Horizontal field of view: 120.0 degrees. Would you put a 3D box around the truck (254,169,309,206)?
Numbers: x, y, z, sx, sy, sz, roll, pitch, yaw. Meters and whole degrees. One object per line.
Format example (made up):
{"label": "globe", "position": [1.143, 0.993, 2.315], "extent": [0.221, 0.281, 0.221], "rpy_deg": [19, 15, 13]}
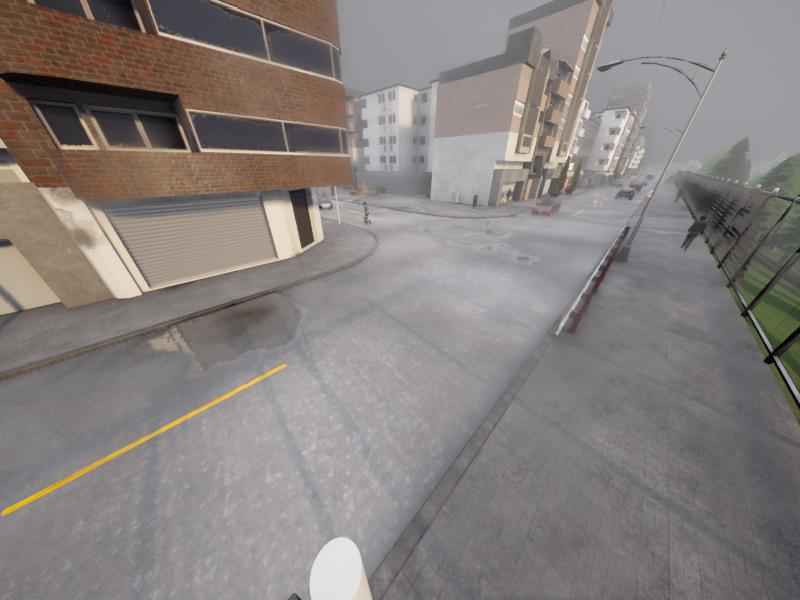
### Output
{"label": "truck", "position": [-15.596, -14.898, 30.194], "extent": [2.891, 3.827, 8.468], "rpy_deg": [-26, 39, -38]}

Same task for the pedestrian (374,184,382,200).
{"label": "pedestrian", "position": [-3.000, -14.939, 31.986], "extent": [0.751, 1.860, 0.751], "rpy_deg": [25, 38, 36]}

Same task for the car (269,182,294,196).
{"label": "car", "position": [-20.473, -19.201, 39.830], "extent": [5.238, 1.638, 1.930], "rpy_deg": [27, 39, 38]}

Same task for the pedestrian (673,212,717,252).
{"label": "pedestrian", "position": [15.715, -3.625, 12.376], "extent": [0.751, 1.860, 0.751], "rpy_deg": [26, 39, 37]}

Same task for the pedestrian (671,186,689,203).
{"label": "pedestrian", "position": [35.513, -13.399, 29.306], "extent": [0.751, 1.860, 0.751], "rpy_deg": [-26, 39, -37]}

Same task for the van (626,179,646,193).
{"label": "van", "position": [43.849, -21.171, 42.895], "extent": [4.442, 1.987, 1.775], "rpy_deg": [-27, 39, -38]}

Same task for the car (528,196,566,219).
{"label": "car", "position": [14.192, -8.974, 22.230], "extent": [3.633, 1.501, 1.845], "rpy_deg": [-26, 39, -38]}

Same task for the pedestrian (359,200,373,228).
{"label": "pedestrian", "position": [-2.623, -6.675, 17.866], "extent": [0.751, 1.860, 0.751], "rpy_deg": [-17, 34, -27]}

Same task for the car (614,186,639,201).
{"label": "car", "position": [33.269, -15.671, 33.854], "extent": [4.892, 1.490, 1.837], "rpy_deg": [-27, 39, -38]}

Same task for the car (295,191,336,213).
{"label": "car", "position": [-9.329, -10.849, 25.377], "extent": [2.033, 1.649, 4.856], "rpy_deg": [-26, 39, -37]}

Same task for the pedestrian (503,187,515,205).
{"label": "pedestrian", "position": [13.113, -12.549, 27.835], "extent": [0.751, 1.860, 0.751], "rpy_deg": [20, 36, 31]}
